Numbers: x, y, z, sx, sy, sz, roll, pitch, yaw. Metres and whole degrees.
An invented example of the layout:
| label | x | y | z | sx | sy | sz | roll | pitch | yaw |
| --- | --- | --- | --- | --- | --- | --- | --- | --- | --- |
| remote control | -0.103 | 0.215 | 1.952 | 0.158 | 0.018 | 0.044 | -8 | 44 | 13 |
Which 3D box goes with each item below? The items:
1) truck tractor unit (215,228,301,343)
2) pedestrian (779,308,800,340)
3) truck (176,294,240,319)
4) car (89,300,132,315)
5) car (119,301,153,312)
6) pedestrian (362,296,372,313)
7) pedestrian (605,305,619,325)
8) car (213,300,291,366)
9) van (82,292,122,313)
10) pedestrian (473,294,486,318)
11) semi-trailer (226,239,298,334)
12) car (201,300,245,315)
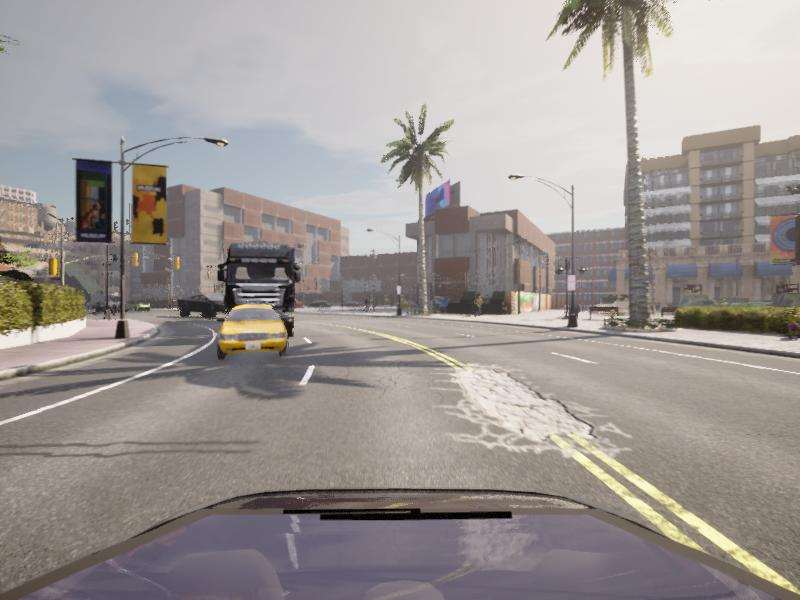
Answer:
| label | x | y | z | sx | sy | sz | roll | pitch | yaw |
| --- | --- | --- | --- | --- | --- | --- | --- | --- | --- |
| truck tractor unit | -6.217 | -0.520 | 18.179 | 3.053 | 4.208 | 6.516 | 0 | 0 | -16 |
| pedestrian | 14.235 | 0.862 | 14.539 | 0.500 | 1.100 | 0.500 | 0 | 0 | -16 |
| truck | -17.523 | 0.545 | 36.364 | 6.274 | 2.098 | 2.390 | 0 | 0 | 33 |
| car | -32.759 | 0.776 | 45.224 | 5.238 | 1.638 | 1.930 | 0 | 0 | 29 |
| car | -36.437 | 0.834 | 55.228 | 4.514 | 1.525 | 2.007 | 0 | 0 | 29 |
| pedestrian | -3.645 | 0.485 | 44.318 | 0.751 | 1.860 | 0.751 | 0 | 0 | 42 |
| pedestrian | 11.973 | 0.862 | 22.599 | 0.500 | 1.100 | 0.500 | 0 | 0 | -26 |
| car | -4.554 | 0.804 | 12.410 | 1.801 | 1.575 | 5.366 | 0 | 0 | -20 |
| van | -39.389 | 0.329 | 52.868 | 5.915 | 2.561 | 1.988 | 0 | 0 | 29 |
| pedestrian | 6.513 | 0.483 | 32.690 | 0.751 | 1.860 | 0.751 | 0 | 0 | -28 |
| semi-trailer | -9.307 | -0.624 | 25.447 | 2.717 | 4.402 | 14.254 | 1 | 0 | -25 |
| car | -20.534 | 0.784 | 46.333 | 5.027 | 1.651 | 2.152 | 0 | 0 | 31 |
